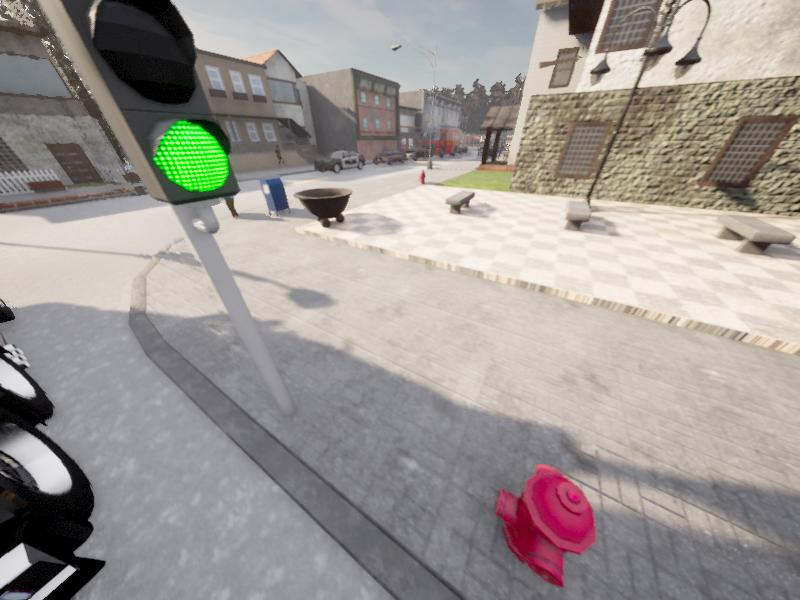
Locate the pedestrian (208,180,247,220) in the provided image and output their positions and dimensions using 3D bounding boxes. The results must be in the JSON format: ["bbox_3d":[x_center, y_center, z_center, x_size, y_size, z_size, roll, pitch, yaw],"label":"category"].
[{"bbox_3d":[-5.552,-3.250,7.505,0.500,1.100,0.500,-3,35,-4],"label":"pedestrian"}]

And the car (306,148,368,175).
[{"bbox_3d":[-5.088,-11.885,19.656,1.930,1.638,5.238,18,39,24],"label":"car"}]

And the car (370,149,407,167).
[{"bbox_3d":[-1.172,-15.491,25.034,1.994,1.385,4.181,19,39,25],"label":"car"}]

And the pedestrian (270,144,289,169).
[{"bbox_3d":[-10.756,-12.877,20.715,0.751,1.860,0.751,15,38,21],"label":"pedestrian"}]

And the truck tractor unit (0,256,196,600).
[{"bbox_3d":[-5.096,-0.316,0.796,6.516,4.208,3.053,19,39,25],"label":"truck tractor unit"}]
